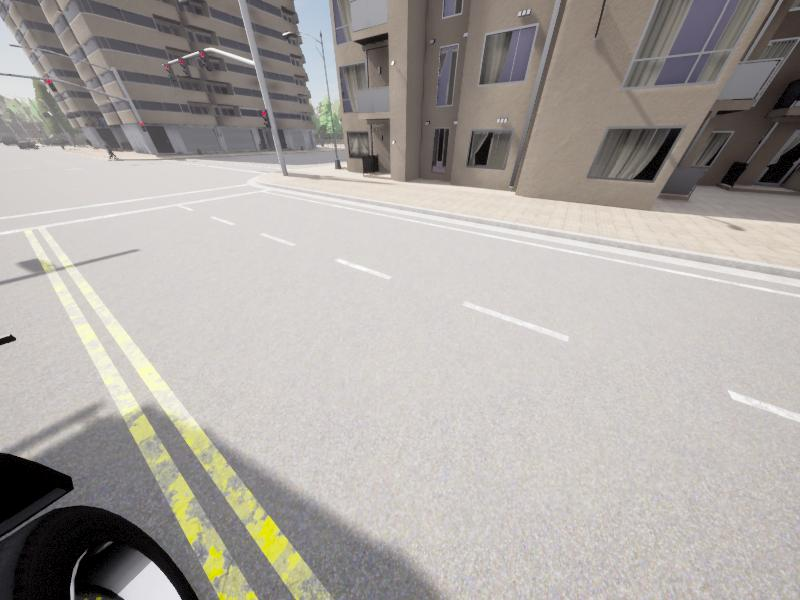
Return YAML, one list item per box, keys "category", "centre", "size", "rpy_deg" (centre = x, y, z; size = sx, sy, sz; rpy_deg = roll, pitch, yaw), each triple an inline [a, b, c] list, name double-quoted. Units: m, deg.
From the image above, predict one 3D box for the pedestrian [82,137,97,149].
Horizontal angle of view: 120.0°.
- category: "pedestrian"
  centre: [-57.470, -28.997, 42.745]
  size: [0.751, 1.860, 0.751]
  rpy_deg: [23, 41, 29]

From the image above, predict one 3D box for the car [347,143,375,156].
- category: "car"
  centre: [-5.710, -22.313, 34.271]
  size: [1.970, 1.475, 3.806]
  rpy_deg: [21, 40, 26]

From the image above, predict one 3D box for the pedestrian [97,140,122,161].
- category: "pedestrian"
  centre: [-31.273, -16.101, 24.891]
  size: [0.751, 1.860, 0.751]
  rpy_deg: [19, 39, 24]

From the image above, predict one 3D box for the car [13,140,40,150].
- category: "car"
  centre: [-74.824, -31.165, 46.364]
  size: [1.812, 1.442, 4.674]
  rpy_deg: [-30, 45, -35]

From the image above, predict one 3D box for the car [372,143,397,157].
- category: "car"
  centre: [-2.205, -21.720, 33.407]
  size: [1.845, 1.501, 3.633]
  rpy_deg: [21, 40, 26]

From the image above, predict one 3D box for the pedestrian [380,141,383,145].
- category: "pedestrian"
  centre: [-5.640, -47.802, 70.383]
  size: [0.500, 1.100, 0.500]
  rpy_deg: [22, 41, 28]

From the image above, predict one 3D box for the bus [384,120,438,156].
- category: "bus"
  centre: [2.067, -26.736, 38.196]
  size: [3.944, 4.253, 10.273]
  rpy_deg: [21, 40, 26]

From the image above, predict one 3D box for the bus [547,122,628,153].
- category: "bus"
  centre: [33.360, -29.187, 41.790]
  size: [10.273, 4.253, 3.944]
  rpy_deg: [21, 40, 29]
